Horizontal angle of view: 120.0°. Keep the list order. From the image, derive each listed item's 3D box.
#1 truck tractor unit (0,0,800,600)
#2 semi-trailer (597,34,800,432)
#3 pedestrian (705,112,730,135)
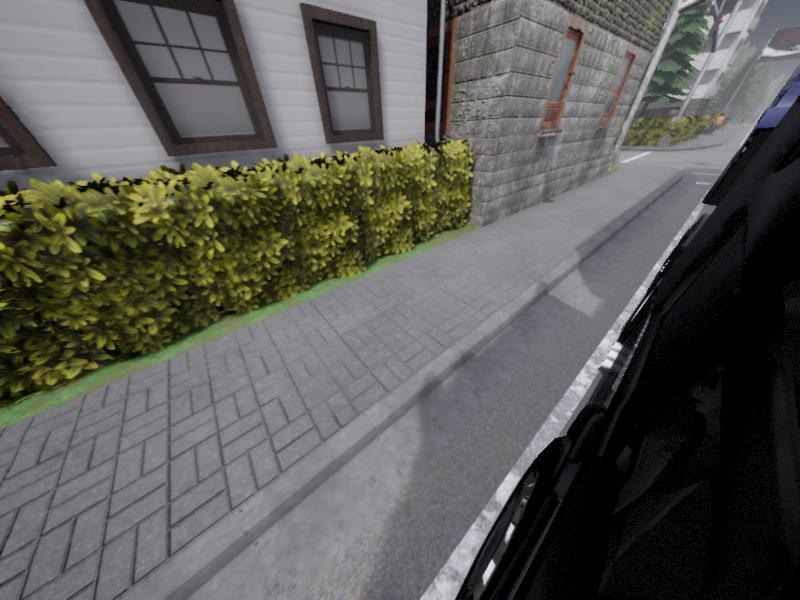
[{"bbox_3d":[2.645,-0.295,0.352,6.516,4.208,3.053,-28,44,-30],"label":"truck tractor unit"},{"bbox_3d":[8.748,-3.579,4.165,14.254,4.402,2.717,-28,43,-29],"label":"semi-trailer"},{"bbox_3d":[32.818,-18.232,23.908,0.751,1.860,0.751,-28,44,-30],"label":"pedestrian"}]
